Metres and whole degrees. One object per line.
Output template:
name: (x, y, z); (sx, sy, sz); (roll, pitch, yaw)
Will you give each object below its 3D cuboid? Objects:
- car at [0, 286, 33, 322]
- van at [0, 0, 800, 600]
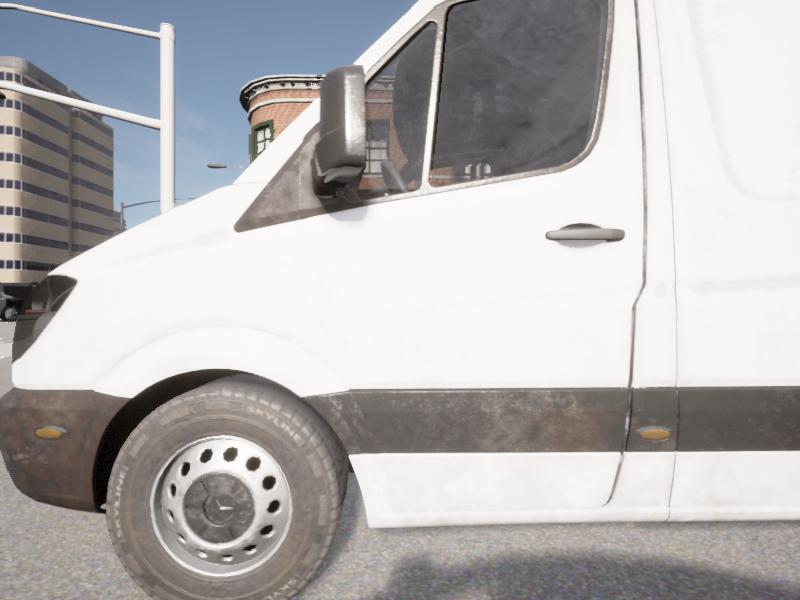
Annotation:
car: (-18.909, 0.179, 16.979); (1.930, 1.638, 5.238); (0, 0, 0)
van: (1.386, -0.278, 2.210); (5.915, 2.561, 1.988); (0, 0, 0)
